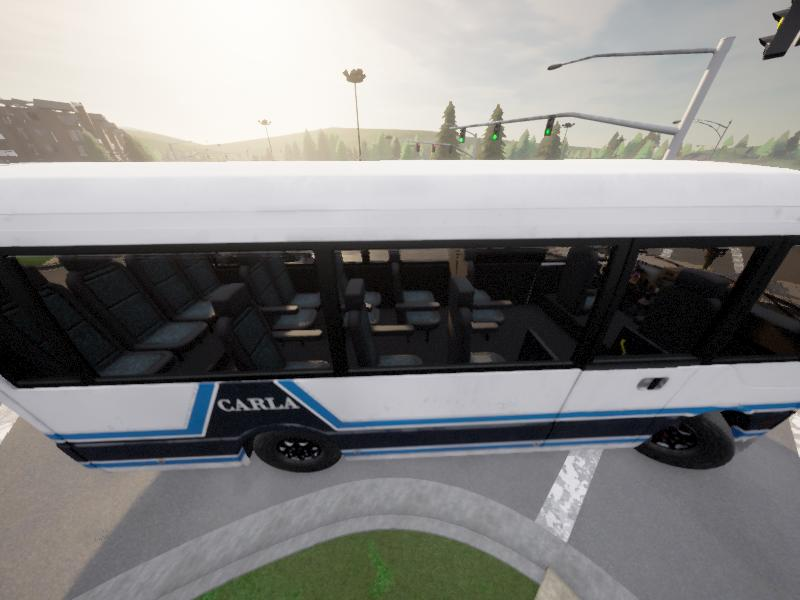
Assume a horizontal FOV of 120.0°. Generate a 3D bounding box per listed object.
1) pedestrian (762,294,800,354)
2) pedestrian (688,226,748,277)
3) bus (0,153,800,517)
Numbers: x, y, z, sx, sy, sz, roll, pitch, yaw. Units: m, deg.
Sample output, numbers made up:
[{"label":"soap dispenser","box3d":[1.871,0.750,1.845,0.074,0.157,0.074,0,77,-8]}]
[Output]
[{"label":"pedestrian","box3d":[10.455,0.415,5.738,0.751,1.860,0.751,25,38,36]},{"label":"pedestrian","box3d":[13.182,-2.022,9.654,0.751,1.860,0.751,-25,38,-36]},{"label":"bus","box3d":[0.641,0.061,4.016,10.273,4.253,3.944,-1,30,-2]}]
